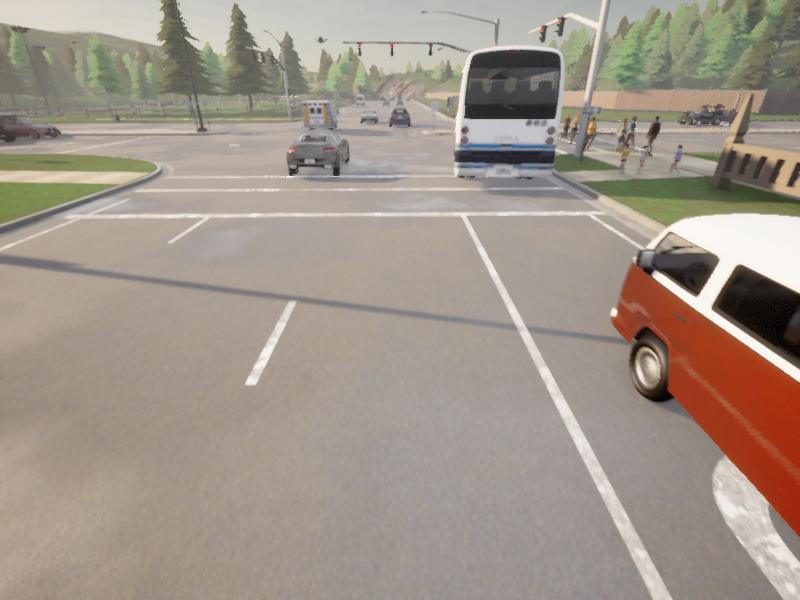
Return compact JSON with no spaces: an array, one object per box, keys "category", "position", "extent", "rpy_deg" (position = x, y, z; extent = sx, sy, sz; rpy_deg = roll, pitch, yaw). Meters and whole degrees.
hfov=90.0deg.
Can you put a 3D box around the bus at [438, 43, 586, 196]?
[{"category":"bus","position":[3.871,-7.766,16.913],"extent":[3.944,4.253,10.273],"rpy_deg":[3,28,6]}]

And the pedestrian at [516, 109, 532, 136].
[{"category":"pedestrian","position":[9.610,-13.783,31.058],"extent":[0.751,1.860,0.751],"rpy_deg":[2,27,4]}]

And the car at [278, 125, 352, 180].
[{"category":"car","position":[-3.497,-6.645,17.656],"extent":[2.152,1.651,5.027],"rpy_deg":[0,27,0]}]

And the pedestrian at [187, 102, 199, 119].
[{"category":"pedestrian","position":[-26.149,-23.926,50.567],"extent":[0.751,1.860,0.751],"rpy_deg":[2,27,4]}]

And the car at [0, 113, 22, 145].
[{"category":"car","position":[-28.786,-11.620,27.153],"extent":[3.866,1.878,1.905],"rpy_deg":[0,27,1]}]

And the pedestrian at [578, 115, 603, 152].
[{"category":"pedestrian","position":[10.693,-9.367,22.510],"extent":[0.751,1.860,0.751],"rpy_deg":[2,27,4]}]

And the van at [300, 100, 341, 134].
[{"category":"van","position":[-6.994,-16.585,36.016],"extent":[2.351,2.431,6.366],"rpy_deg":[0,27,0]}]

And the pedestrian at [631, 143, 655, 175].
[{"category":"pedestrian","position":[9.366,-5.434,15.415],"extent":[0.500,1.100,0.500],"rpy_deg":[17,32,29]}]

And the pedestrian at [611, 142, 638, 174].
[{"category":"pedestrian","position":[8.732,-5.515,15.574],"extent":[0.500,1.100,0.500],"rpy_deg":[-11,29,-19]}]

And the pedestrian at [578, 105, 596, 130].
[{"category":"pedestrian","position":[15.809,-15.407,33.817],"extent":[0.751,1.860,0.751],"rpy_deg":[-5,28,-10]}]

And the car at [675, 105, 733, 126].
[{"category":"car","position":[30.212,-18.399,39.852],"extent":[3.866,1.878,1.905],"rpy_deg":[0,27,1]}]

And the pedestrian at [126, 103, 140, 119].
[{"category":"pedestrian","position":[-34.172,-24.259,51.264],"extent":[0.751,1.860,0.751],"rpy_deg":[2,27,4]}]

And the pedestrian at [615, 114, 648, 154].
[{"category":"pedestrian","position":[11.890,-8.545,20.582],"extent":[0.751,1.860,0.751],"rpy_deg":[-11,29,-20]}]

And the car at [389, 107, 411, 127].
[{"category":"car","position":[0.003,-19.182,41.810],"extent":[2.242,1.667,4.611],"rpy_deg":[0,27,0]}]

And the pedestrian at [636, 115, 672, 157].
[{"category":"pedestrian","position":[12.350,-7.996,19.518],"extent":[0.751,1.860,0.751],"rpy_deg":[-5,28,-9]}]

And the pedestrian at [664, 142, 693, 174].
[{"category":"pedestrian","position":[10.848,-5.544,15.616],"extent":[0.500,1.100,0.500],"rpy_deg":[4,28,9]}]

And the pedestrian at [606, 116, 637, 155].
[{"category":"pedestrian","position":[11.800,-8.774,21.357],"extent":[0.751,1.860,0.751],"rpy_deg":[-3,27,-5]}]

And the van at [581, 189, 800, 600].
[{"category":"van","position":[3.502,0.681,2.996],"extent":[2.069,2.038,4.480],"rpy_deg":[0,27,0]}]

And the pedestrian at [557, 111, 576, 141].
[{"category":"pedestrian","position":[11.637,-12.164,28.003],"extent":[0.751,1.860,0.751],"rpy_deg":[2,27,4]}]

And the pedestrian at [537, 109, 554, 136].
[{"category":"pedestrian","position":[11.189,-13.669,30.822],"extent":[0.751,1.860,0.751],"rpy_deg":[-2,27,-3]}]

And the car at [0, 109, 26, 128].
[{"category":"car","position":[-41.782,-18.431,40.674],"extent":[5.238,1.638,1.930],"rpy_deg":[0,27,1]}]

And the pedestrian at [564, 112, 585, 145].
[{"category":"pedestrian","position":[11.108,-10.902,25.475],"extent":[0.751,1.860,0.751],"rpy_deg":[3,27,5]}]

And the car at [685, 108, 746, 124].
[{"category":"car","position":[33.838,-19.800,43.024],"extent":[4.674,1.442,1.812],"rpy_deg":[0,27,1]}]

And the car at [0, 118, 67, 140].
[{"category":"car","position":[-28.390,-12.997,30.379],"extent":[4.181,1.385,1.994],"rpy_deg":[0,27,1]}]

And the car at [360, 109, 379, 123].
[{"category":"car","position":[-3.494,-21.489,46.700],"extent":[1.895,1.301,4.718],"rpy_deg":[0,27,0]}]
